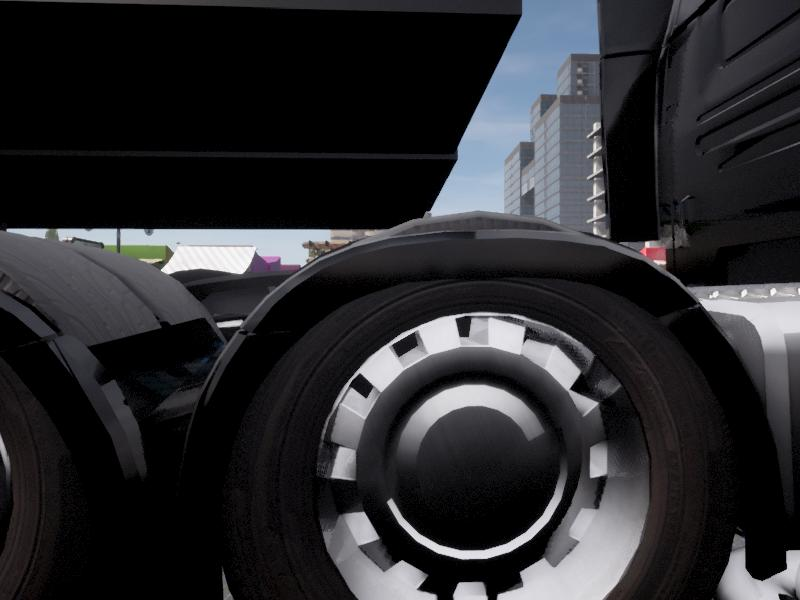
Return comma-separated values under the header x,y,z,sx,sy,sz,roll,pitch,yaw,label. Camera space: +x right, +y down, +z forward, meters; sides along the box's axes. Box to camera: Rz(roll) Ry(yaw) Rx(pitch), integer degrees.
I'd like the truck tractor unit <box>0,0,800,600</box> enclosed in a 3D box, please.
x,y,z,sx,sy,sz,roll,pitch,yaw,label
1.104,-1.116,2.105,6.516,4.208,3.053,0,0,-3,truck tractor unit

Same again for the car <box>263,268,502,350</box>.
x,y,z,sx,sy,sz,roll,pitch,yaw,label
-0.358,0.177,9.151,4.856,1.649,2.033,0,0,-2,car

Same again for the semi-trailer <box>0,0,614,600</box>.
x,y,z,sx,sy,sz,roll,pitch,yaw,label
-6.800,-1.218,1.762,14.254,4.402,2.717,0,0,-2,semi-trailer
